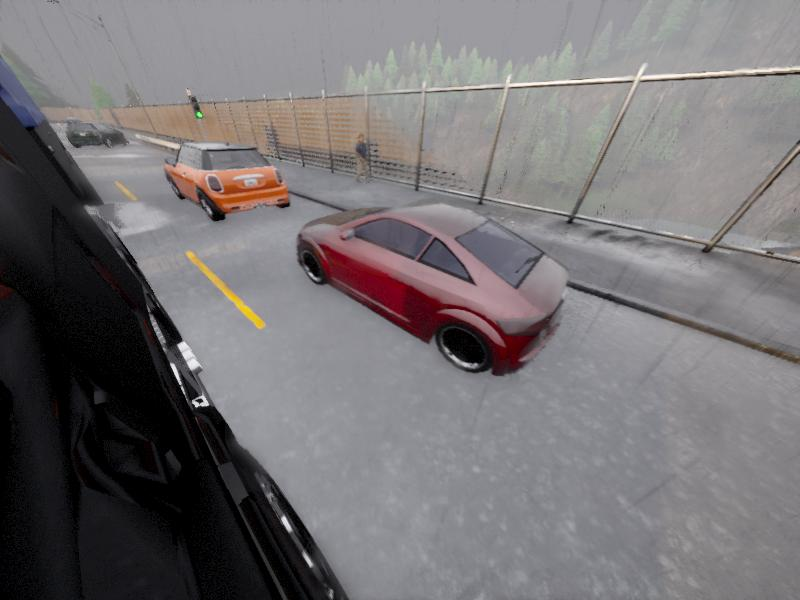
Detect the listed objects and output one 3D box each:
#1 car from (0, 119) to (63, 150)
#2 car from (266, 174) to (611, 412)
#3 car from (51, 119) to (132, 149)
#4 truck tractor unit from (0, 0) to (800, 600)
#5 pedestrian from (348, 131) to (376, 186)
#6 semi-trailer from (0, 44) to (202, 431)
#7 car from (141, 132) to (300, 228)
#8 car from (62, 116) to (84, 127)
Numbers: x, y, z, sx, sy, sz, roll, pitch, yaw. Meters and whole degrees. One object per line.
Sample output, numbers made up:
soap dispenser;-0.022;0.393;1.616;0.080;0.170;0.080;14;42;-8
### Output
car;-27.566;-12.471;17.339;5.238;1.638;1.930;28;44;30
car;0.187;-0.744;3.505;4.181;1.385;1.994;28;44;30
car;-24.620;-13.513;18.770;2.097;1.767;4.553;-15;40;-21
truck tractor unit;-2.645;-0.295;0.351;6.516;4.208;3.053;28;44;30
pedestrian;-1.540;-5.837;9.579;0.751;1.860;0.751;28;44;30
semi-trailer;-8.708;-3.585;4.238;14.254;4.402;2.717;28;44;30
car;-5.449;-3.885;7.019;4.553;1.767;2.097;28;44;30
car;-65.210;-35.559;46.081;5.008;1.535;1.882;28;44;30
